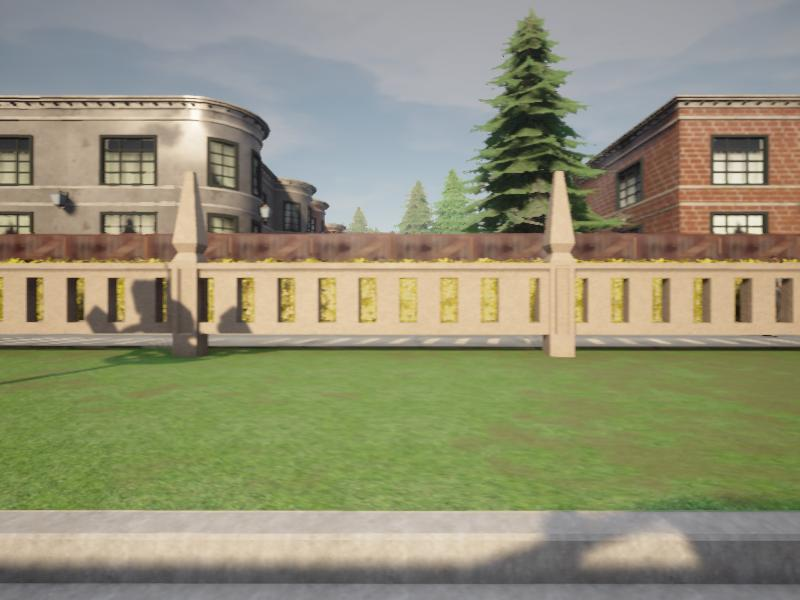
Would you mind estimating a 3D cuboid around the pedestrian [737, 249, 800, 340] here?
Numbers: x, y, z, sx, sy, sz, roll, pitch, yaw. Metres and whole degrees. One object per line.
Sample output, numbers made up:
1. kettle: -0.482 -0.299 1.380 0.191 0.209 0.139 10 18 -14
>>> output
1. pedestrian: 7.918 -0.108 8.584 0.751 1.860 0.751 0 0 0
